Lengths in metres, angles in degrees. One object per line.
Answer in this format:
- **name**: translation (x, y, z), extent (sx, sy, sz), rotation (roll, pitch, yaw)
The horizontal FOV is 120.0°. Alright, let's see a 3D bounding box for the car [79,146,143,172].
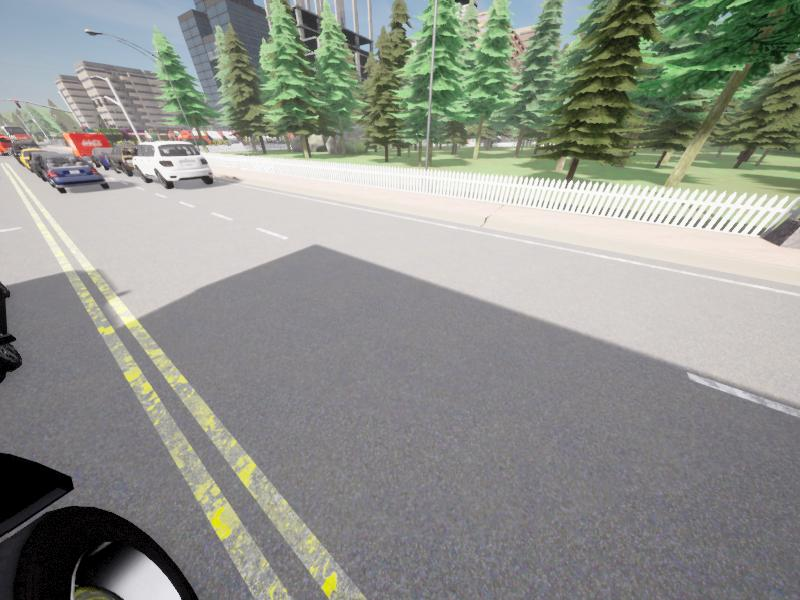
- **car**: translation (-24.110, -11.835, 19.265), extent (4.792, 1.488, 2.163), rotation (22, 40, 27)

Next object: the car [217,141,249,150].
- **car**: translation (-35.230, -32.800, 48.907), extent (2.038, 1.542, 4.974), rotation (21, 40, 26)

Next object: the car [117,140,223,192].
- **car**: translation (-12.730, -7.552, 12.774), extent (5.566, 2.045, 2.150), rotation (22, 40, 27)

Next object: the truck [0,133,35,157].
- **truck**: translation (-53.536, -20.482, 30.479), extent (5.204, 2.467, 2.627), rotation (2, 35, 2)

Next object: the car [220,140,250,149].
- **car**: translation (-36.960, -35.024, 51.951), extent (2.033, 1.649, 4.856), rotation (21, 40, 26)

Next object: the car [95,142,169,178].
- **car**: translation (-18.717, -9.859, 16.152), extent (4.605, 1.855, 1.932), rotation (22, 40, 27)

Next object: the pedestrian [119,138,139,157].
- **pedestrian**: translation (-33.219, -18.736, 28.364), extent (0.751, 1.860, 0.751), rotation (22, 41, 28)

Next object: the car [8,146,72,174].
- **car**: translation (-27.627, -10.829, 17.728), extent (5.366, 1.575, 1.801), rotation (22, 40, 27)

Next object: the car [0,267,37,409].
- **car**: translation (-6.037, 0.220, 2.300), extent (3.806, 1.475, 1.970), rotation (22, 41, 28)

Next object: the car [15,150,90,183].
- **car**: translation (-21.861, -8.498, 14.550), extent (4.193, 1.474, 1.816), rotation (22, 40, 27)

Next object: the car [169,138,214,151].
- **car**: translation (-39.276, -29.421, 43.634), extent (2.150, 2.045, 5.566), rotation (21, 40, 26)

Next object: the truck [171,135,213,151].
- **truck**: translation (-41.364, -31.450, 46.142), extent (2.627, 2.467, 5.204), rotation (20, 40, 26)

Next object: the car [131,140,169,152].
- **car**: translation (-45.115, -27.852, 41.751), extent (1.851, 1.617, 3.988), rotation (22, 41, 28)

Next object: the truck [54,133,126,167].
- **truck**: translation (-29.375, -14.328, 21.910), extent (5.204, 2.467, 2.627), rotation (22, 40, 27)

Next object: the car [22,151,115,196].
- **car**: translation (-16.642, -6.462, 11.627), extent (3.705, 1.549, 1.789), rotation (22, 40, 27)

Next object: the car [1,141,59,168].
- **car**: translation (-33.443, -13.258, 20.878), extent (4.605, 1.855, 1.932), rotation (22, 40, 27)
